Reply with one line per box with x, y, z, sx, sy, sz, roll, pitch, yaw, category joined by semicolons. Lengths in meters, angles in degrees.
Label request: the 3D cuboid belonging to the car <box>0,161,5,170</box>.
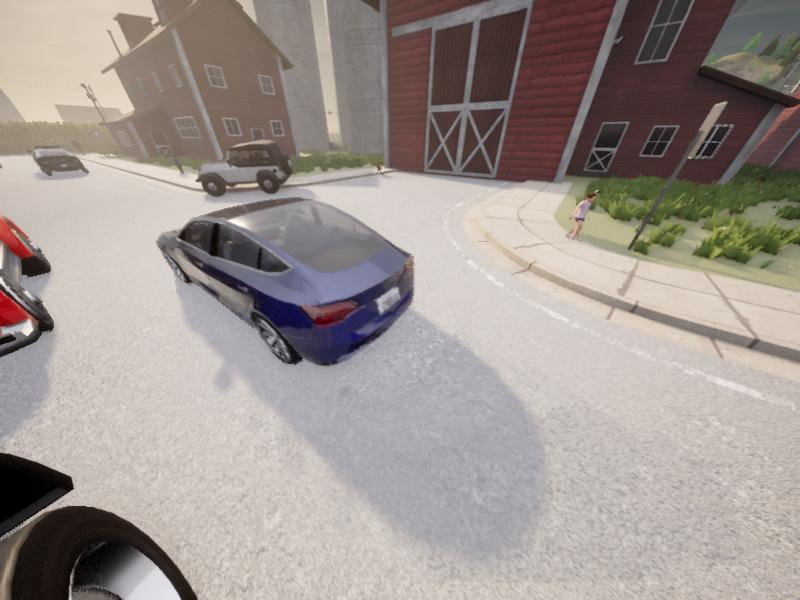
-33.534;-11.112;18.204;4.181;1.385;1.994;22;41;28;car

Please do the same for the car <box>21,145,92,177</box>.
-24.642;-10.062;16.551;5.238;1.638;1.930;22;41;28;car

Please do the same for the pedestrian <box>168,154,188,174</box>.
-14.608;-8.952;15.224;0.500;1.100;0.500;30;45;35;pedestrian

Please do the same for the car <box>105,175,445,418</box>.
-2.032;-0.779;3.662;4.792;1.488;2.163;23;41;27;car

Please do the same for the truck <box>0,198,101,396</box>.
-6.690;-0.619;2.524;5.204;2.467;2.627;24;42;27;truck

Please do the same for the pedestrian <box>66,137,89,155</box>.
-40.780;-19.438;29.223;0.751;1.860;0.751;18;39;23;pedestrian

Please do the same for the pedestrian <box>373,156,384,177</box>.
-1.367;-8.562;14.793;0.500;1.100;0.500;18;39;24;pedestrian

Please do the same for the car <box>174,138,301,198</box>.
-6.939;-5.992;10.434;3.866;1.878;1.905;-5;41;-5;car

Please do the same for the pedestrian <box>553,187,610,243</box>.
4.233;-1.993;5.448;0.500;1.100;0.500;-13;37;-18;pedestrian
